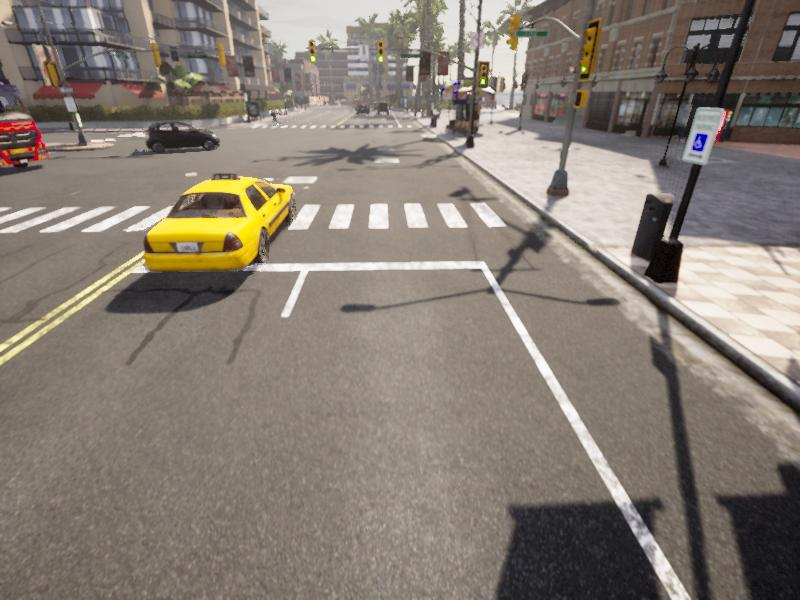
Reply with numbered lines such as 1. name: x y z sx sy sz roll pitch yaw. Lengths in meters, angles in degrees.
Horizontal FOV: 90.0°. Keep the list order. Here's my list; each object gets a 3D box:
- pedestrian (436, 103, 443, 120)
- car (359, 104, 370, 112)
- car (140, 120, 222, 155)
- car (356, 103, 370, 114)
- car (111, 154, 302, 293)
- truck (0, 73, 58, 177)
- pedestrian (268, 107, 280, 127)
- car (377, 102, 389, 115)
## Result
1. pedestrian: 5.054 -24.216 51.385 0.751 1.860 0.751 6 28 11
2. car: -7.075 -38.226 79.586 1.994 1.385 4.181 -3 27 -6
3. car: -13.082 -9.817 24.003 3.988 1.617 1.851 -15 31 -26
4. car: -6.502 -33.962 70.971 2.242 1.667 4.611 -1 27 -2
5. car: -3.646 -2.064 8.919 1.801 1.575 5.366 -1 27 -2
6. truck: -20.514 -7.576 17.214 8.468 3.827 2.891 4 27 7
7. pedestrian: -13.017 -18.946 41.458 0.751 1.860 0.751 -1 27 -1
8. car: -2.922 -33.218 69.280 1.905 1.878 3.866 -1 27 -2
